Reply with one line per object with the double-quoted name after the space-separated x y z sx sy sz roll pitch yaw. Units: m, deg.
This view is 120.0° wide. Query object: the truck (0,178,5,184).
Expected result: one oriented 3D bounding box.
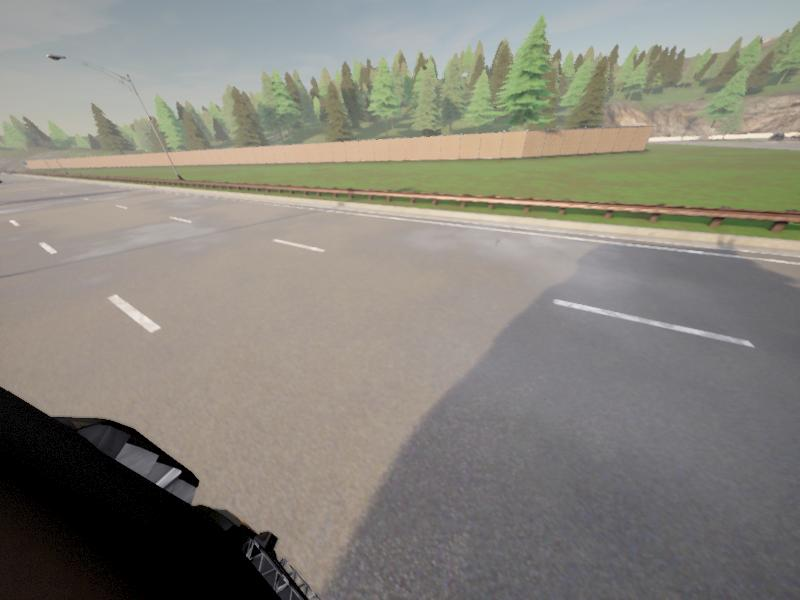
-59.425 -17.624 32.702 6.274 2.098 2.390 16 38 26 "truck"
